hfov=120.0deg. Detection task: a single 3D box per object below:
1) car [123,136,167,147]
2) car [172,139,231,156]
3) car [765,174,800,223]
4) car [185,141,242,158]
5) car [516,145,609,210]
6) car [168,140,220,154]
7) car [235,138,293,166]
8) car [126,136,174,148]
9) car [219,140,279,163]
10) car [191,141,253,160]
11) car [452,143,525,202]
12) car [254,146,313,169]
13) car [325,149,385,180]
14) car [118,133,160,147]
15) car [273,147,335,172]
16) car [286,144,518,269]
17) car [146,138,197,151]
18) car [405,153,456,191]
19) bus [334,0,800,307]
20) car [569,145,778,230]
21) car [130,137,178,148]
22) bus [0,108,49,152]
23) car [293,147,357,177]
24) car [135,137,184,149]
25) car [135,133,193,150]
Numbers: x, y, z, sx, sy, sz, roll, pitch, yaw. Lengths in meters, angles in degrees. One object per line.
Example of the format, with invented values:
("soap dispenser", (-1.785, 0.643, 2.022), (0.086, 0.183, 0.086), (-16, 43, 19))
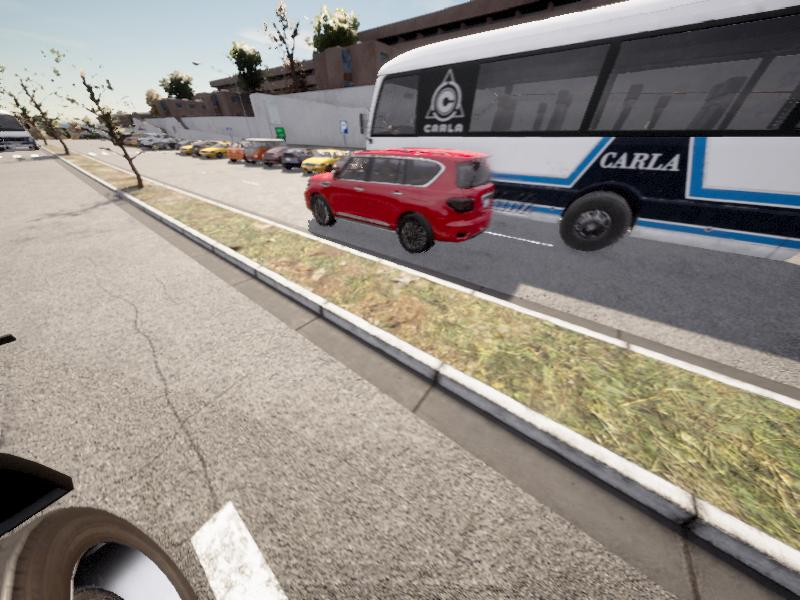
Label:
("car", (-46.082, -28.677, 41.868), (2.163, 1.488, 4.792), (10, 36, 13))
("car", (-24.545, -19.083, 28.878), (1.946, 1.575, 5.366), (11, 36, 12))
("car", (13.949, -2.669, 6.118), (1.878, 1.987, 4.442), (10, 36, 13))
("car", (-22.091, -18.108, 27.652), (2.163, 1.488, 4.792), (11, 36, 13))
("car", (6.691, -5.633, 10.254), (1.878, 1.987, 4.442), (10, 36, 13))
("car", (-26.898, -20.211, 30.465), (2.002, 1.452, 4.674), (10, 36, 13))
("car", (-12.513, -13.977, 21.715), (1.878, 1.987, 4.442), (11, 36, 12))
("car", (-43.637, -27.740, 40.545), (1.946, 1.575, 5.366), (10, 36, 13))
("car", (-14.904, -15.007, 23.266), (2.185, 1.767, 4.553), (10, 36, 13))
("car", (-19.746, -16.950, 26.047), (1.946, 1.575, 5.366), (11, 36, 12))
("car", (4.323, -6.766, 11.799), (2.435, 2.045, 5.566), (10, 36, 13))
("car", (-10.098, -12.769, 20.536), (2.002, 1.452, 4.674), (10, 36, 13))
("car", (-2.896, -9.615, 16.221), (2.163, 1.488, 4.792), (11, 36, 13))
("car", (-48.512, -29.856, 43.032), (1.878, 1.987, 4.442), (11, 36, 13))
("car", (-7.688, -11.742, 19.133), (2.163, 1.488, 4.792), (10, 36, 13))
("car", (-0.281, -2.944, 6.318), (5.566, 2.045, 2.150), (24, 41, 29))
("car", (-34.081, -23.425, 34.708), (2.231, 1.521, 4.892), (11, 36, 12))
("car", (1.911, -7.544, 13.377), (2.002, 1.452, 4.674), (10, 36, 13))
("bus", (3.476, -4.305, 6.363), (10.273, 4.253, 3.944), (23, 41, 29))
("car", (9.117, -4.671, 8.869), (2.435, 2.045, 5.566), (10, 36, 13))
("car", (-41.292, -26.581, 38.971), (2.231, 1.521, 4.892), (10, 36, 13))
("bus", (-51.423, -22.210, 30.264), (10.273, 4.253, 3.944), (24, 41, 28))
("car", (-5.337, -10.602, 17.510), (1.946, 1.575, 5.366), (11, 36, 13))
("car", (-38.883, -25.535, 37.551), (2.097, 1.535, 5.008), (11, 36, 13))
("car", (-36.481, -24.703, 36.005), (2.435, 2.045, 5.566), (10, 36, 13))
